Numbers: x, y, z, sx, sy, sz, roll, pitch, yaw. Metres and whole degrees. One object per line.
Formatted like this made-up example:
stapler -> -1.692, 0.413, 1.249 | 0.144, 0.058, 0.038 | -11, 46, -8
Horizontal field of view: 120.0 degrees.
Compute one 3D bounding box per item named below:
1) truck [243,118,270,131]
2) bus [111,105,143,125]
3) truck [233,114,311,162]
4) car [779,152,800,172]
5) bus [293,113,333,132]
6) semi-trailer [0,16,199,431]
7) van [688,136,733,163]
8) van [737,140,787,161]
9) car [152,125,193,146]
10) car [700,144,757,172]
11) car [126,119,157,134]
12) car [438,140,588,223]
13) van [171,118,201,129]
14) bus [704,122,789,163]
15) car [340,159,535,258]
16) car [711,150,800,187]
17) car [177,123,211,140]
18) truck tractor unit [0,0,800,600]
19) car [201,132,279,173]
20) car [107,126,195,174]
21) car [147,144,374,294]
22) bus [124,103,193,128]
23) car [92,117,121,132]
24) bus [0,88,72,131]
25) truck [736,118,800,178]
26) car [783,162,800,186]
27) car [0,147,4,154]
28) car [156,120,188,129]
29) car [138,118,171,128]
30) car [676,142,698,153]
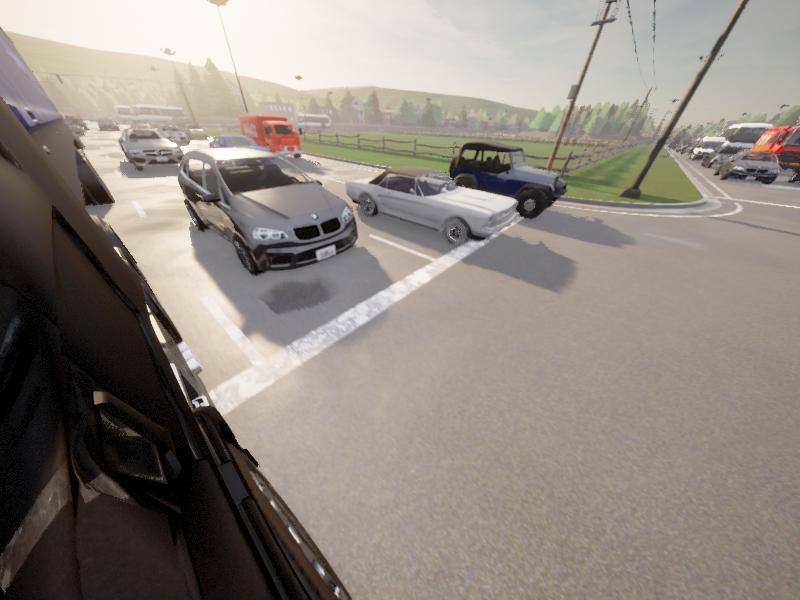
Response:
truck -> -38.456, -47.002, 61.964 | 2.627, 2.467, 5.204 | 30, 45, 32
bus -> -80.073, -54.236, 67.696 | 10.273, 4.253, 3.944 | 30, 45, 32
truck -> -9.306, -11.855, 16.821 | 5.204, 2.467, 2.627 | 31, 45, 32
car -> 42.033, -14.198, 23.799 | 1.812, 1.442, 4.674 | 30, 45, 31
bus -> -26.711, -54.932, 71.737 | 3.944, 4.253, 10.273 | 30, 45, 32
semi-trailer -> -8.576, -3.681, 4.350 | 14.254, 4.402, 2.717 | 30, 45, 31
van -> 40.172, -19.697, 30.099 | 1.988, 2.561, 5.915 | 30, 45, 32
van -> 55.597, -23.155, 35.698 | 2.351, 2.431, 6.366 | 30, 45, 32
car -> -22.498, -16.320, 22.834 | 3.806, 1.475, 1.970 | 30, 45, 32
car -> 30.789, -13.513, 21.864 | 1.932, 1.855, 4.605 | 30, 45, 31
car -> -39.266, -26.342, 35.052 | 4.611, 1.667, 2.242 | 31, 46, 33
car -> 3.571, -4.258, 7.936 | 3.866, 1.878, 1.905 | 28, 44, 30
van -> -50.351, -41.545, 54.407 | 1.775, 1.987, 4.442 | 20, 40, 22
bus -> 49.454, -22.991, 33.609 | 3.944, 4.253, 10.273 | 30, 45, 32
car -> 0.694, -2.807, 6.327 | 4.718, 1.301, 1.895 | 28, 44, 30
car -> 24.132, -9.222, 15.932 | 2.242, 1.667, 4.611 | 30, 45, 31
car -> -26.166, -21.374, 29.315 | 4.514, 1.525, 2.007 | 31, 45, 32
truck tractor unit -> -2.645, -0.295, 0.351 | 6.516, 4.208, 3.053 | 28, 44, 30
car -> -9.167, -8.510, 13.151 | 5.008, 1.535, 1.882 | 30, 45, 32
car -> -13.265, -8.082, 12.272 | 5.027, 1.651, 2.152 | 30, 45, 32
car -> -3.015, -2.204, 4.996 | 4.611, 1.667, 2.242 | 29, 44, 31
bus -> -59.508, -45.701, 57.526 | 3.944, 4.253, 10.273 | 20, 40, 23
car -> -46.137, -27.680, 36.435 | 2.242, 1.667, 4.611 | -29, 47, -35
bus -> -52.592, -26.963, 32.947 | 3.944, 4.253, 10.273 | -27, 46, -31
truck -> 34.478, -13.480, 20.413 | 2.891, 3.827, 8.468 | 30, 45, 32
car -> 27.092, -7.904, 14.495 | 1.837, 1.490, 4.892 | 30, 45, 32
car -> -23.929, -8.524, 12.388 | 4.674, 1.442, 1.812 | 31, 45, 32
car -> -53.947, -41.644, 54.749 | 2.163, 1.488, 4.792 | 16, 39, 18
car -> -57.711, -41.728, 54.482 | 2.242, 1.667, 4.611 | 12, 38, 13
car -> 61.692, -32.893, 49.784 | 2.242, 1.667, 4.611 | 30, 45, 32
